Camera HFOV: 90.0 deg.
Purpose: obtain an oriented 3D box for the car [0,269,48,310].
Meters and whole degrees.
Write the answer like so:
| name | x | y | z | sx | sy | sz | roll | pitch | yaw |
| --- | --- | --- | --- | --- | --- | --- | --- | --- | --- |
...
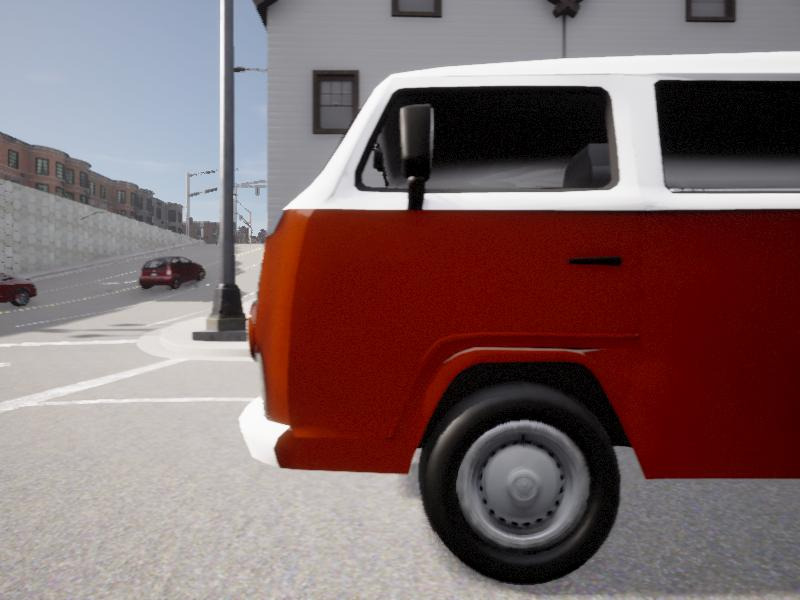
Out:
| name | x | y | z | sx | sy | sz | roll | pitch | yaw |
| --- | --- | --- | --- | --- | --- | --- | --- | --- | --- |
| car | -15.887 | -0.322 | 14.554 | 1.812 | 1.442 | 4.674 | 0 | 6 | 2 |

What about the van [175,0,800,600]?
| name | x | y | z | sx | sy | sz | roll | pitch | yaw |
| --- | --- | --- | --- | --- | --- | --- | --- | --- | --- |
| van | 1.589 | -0.030 | 2.198 | 4.480 | 2.038 | 2.069 | 0 | 0 | 0 |

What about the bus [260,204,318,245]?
| name | x | y | z | sx | sy | sz | roll | pitch | yaw |
| --- | --- | --- | --- | --- | --- | --- | --- | --- | --- |
| bus | -12.719 | -8.611 | 47.123 | 3.944 | 4.253 | 10.273 | 0 | 8 | -1 |

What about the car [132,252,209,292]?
| name | x | y | z | sx | sy | sz | roll | pitch | yaw |
| --- | --- | --- | --- | --- | --- | --- | --- | --- | --- |
| car | -12.450 | -1.630 | 22.069 | 1.851 | 1.617 | 3.988 | 0 | 12 | 0 |
